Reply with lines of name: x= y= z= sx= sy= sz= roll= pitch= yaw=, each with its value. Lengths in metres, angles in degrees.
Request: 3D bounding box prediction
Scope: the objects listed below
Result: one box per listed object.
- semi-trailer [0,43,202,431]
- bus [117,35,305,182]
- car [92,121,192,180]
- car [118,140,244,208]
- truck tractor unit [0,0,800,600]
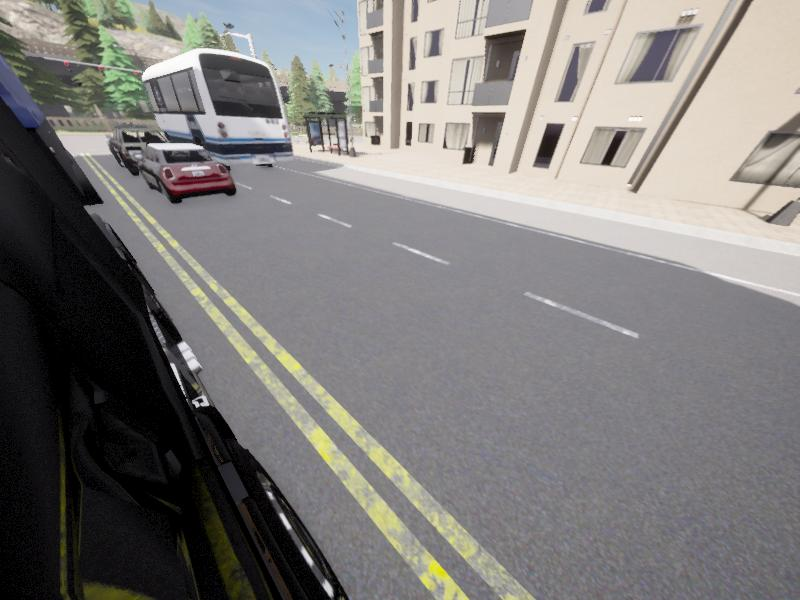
semi-trailer: x=-8.697 y=-3.607 z=4.227 sx=14.254 sy=4.402 sz=2.717 roll=28 pitch=44 yaw=30
bus: x=-10.259 y=-9.770 z=12.495 sx=10.273 sy=4.253 sz=3.944 roll=28 pitch=44 yaw=30
car: x=-12.112 y=-7.142 z=10.849 sx=4.605 sy=1.855 sz=1.932 roll=28 pitch=44 yaw=30
car: x=-7.520 y=-4.517 z=7.972 sx=3.806 sy=1.475 sz=1.970 roll=28 pitch=44 yaw=30
truck tractor unit: x=-2.645 y=-0.295 z=0.351 sx=6.516 sy=4.208 sz=3.053 roll=28 pitch=44 yaw=30
